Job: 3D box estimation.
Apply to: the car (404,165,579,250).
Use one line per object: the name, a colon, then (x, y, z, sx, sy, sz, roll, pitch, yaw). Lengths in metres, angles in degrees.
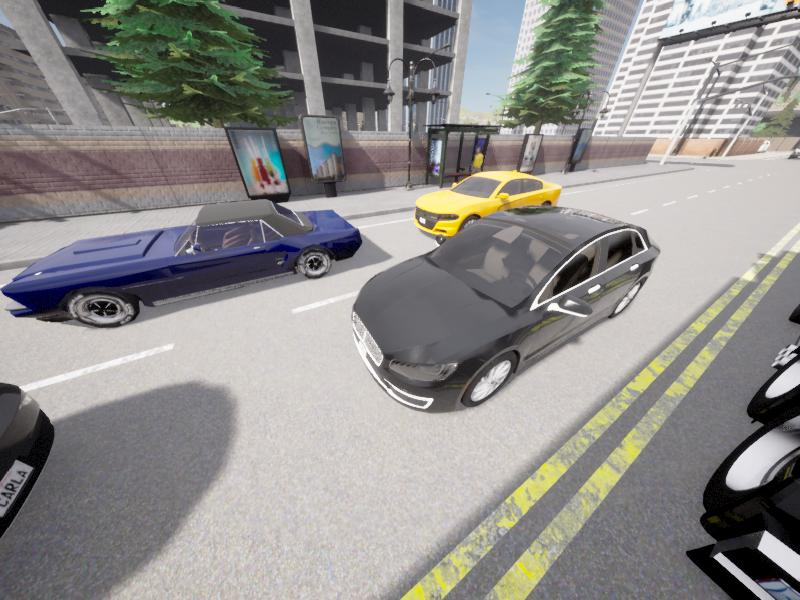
car: (2.771, -3.063, 7.069, 5.008, 1.535, 1.882, -18, 39, -24)

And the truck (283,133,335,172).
truck: (-7.735, -12.547, 19.513, 2.615, 2.467, 5.204, -18, 39, -24)

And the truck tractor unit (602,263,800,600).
truck tractor unit: (5.107, -0.304, 0.783, 6.516, 4.208, 3.053, -18, 39, -24)

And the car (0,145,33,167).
car: (-37.810, -13.565, 21.688, 1.851, 1.617, 3.988, -18, 39, -25)

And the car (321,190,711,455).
car: (1.721, -0.393, 3.267, 4.892, 1.490, 1.837, -18, 39, -24)

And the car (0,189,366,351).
car: (-3.233, -1.005, 4.282, 4.718, 1.301, 1.895, -18, 39, -24)

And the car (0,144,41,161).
car: (-45.631, -17.213, 26.948, 2.128, 1.511, 4.902, -18, 39, -25)

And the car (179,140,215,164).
car: (-21.174, -15.624, 24.286, 1.905, 1.878, 3.866, -18, 39, -24)

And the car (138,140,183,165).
car: (-23.719, -14.791, 23.070, 1.905, 1.878, 3.866, -18, 39, -24)

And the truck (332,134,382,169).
truck: (-4.005, -13.770, 21.295, 2.615, 2.467, 5.204, -18, 39, -24)

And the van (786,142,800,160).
van: (61.189, -22.548, 34.599, 5.915, 2.561, 1.988, -18, 39, -24)

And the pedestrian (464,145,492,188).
pedestrian: (4.012, -6.949, 12.067, 0.751, 1.860, 0.751, -18, 39, -24)

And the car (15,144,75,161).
car: (-42.000, -17.627, 27.549, 1.882, 1.535, 5.008, -18, 39, -25)

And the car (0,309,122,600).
car: (-4.522, 1.646, 0.292, 4.892, 1.490, 1.837, -18, 39, -25)
